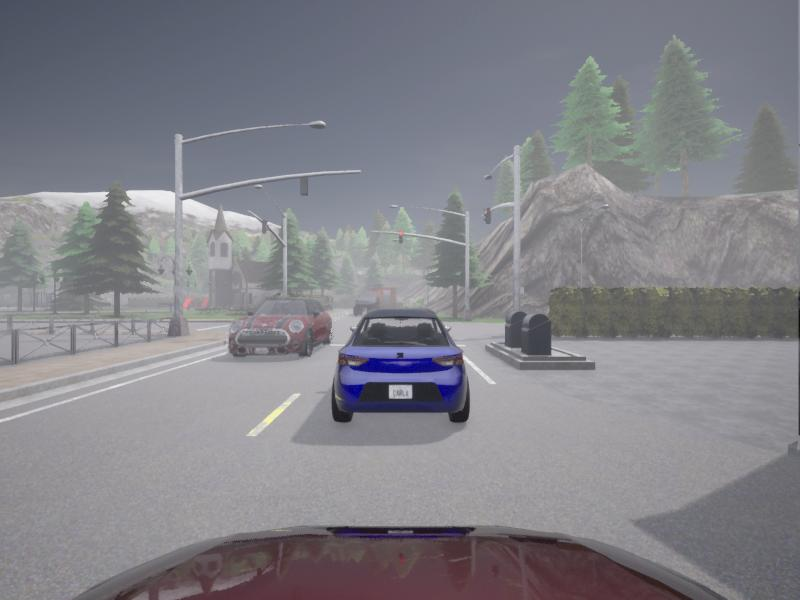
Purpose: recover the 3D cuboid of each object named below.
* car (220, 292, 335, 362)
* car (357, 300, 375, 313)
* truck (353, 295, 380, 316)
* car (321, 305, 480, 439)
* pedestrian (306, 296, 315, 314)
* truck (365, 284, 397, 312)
[{"bbox_3d":[-3.473,0.695,12.394,2.097,1.767,4.553,0,0,1],"label":"car"},{"bbox_3d":[-4.307,0.771,50.661,1.930,1.638,5.238,0,0,-9],"label":"car"},{"bbox_3d":[-3.439,0.542,42.504,2.390,2.098,6.274,0,0,0],"label":"truck"},{"bbox_3d":[0.012,0.854,6.661,1.816,1.474,4.193,0,0,0],"label":"car"},{"bbox_3d":[-9.315,0.499,41.637,0.751,1.860,0.751,0,0,8],"label":"pedestrian"},{"bbox_3d":[-2.942,-0.321,59.497,2.891,3.827,8.468,0,0,-16],"label":"truck"}]
